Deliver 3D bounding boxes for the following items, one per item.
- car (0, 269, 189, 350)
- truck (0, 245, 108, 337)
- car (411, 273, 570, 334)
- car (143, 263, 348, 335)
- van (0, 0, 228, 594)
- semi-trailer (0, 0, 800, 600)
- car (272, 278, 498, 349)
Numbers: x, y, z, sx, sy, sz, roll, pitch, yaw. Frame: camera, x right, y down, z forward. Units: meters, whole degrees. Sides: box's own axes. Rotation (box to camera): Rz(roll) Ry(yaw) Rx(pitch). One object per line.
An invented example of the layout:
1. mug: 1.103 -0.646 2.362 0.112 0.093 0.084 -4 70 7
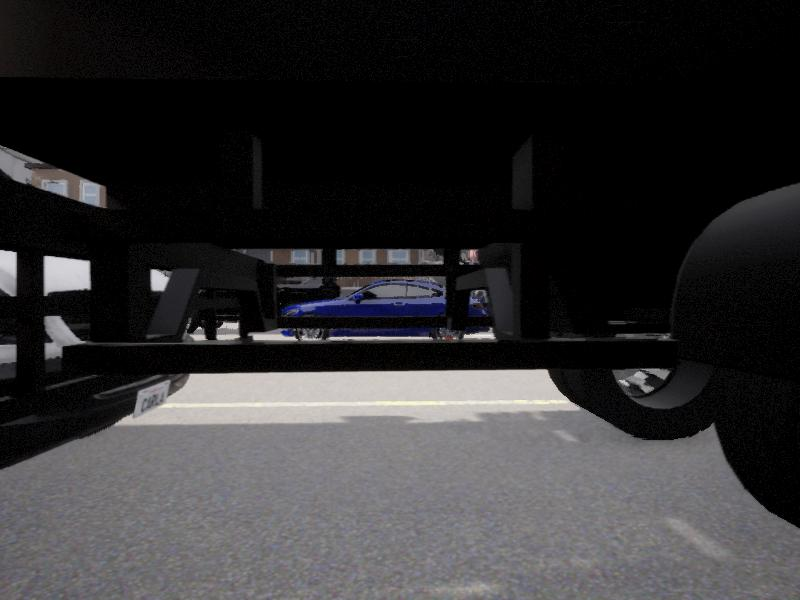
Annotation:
1. car: -7.175 0.186 8.896 3.988 1.617 1.851 0 0 -2
2. truck: -12.386 -0.247 12.075 5.204 2.467 2.627 0 0 -1
3. car: 2.695 0.096 12.776 4.553 1.767 2.097 0 0 -2
4. car: -4.530 -0.033 12.477 5.566 2.045 2.150 0 0 -2
5. van: -4.291 -0.290 2.029 5.915 2.561 1.988 -1 0 -3
6. semi-trailer: 5.681 -1.213 2.368 14.254 4.402 2.717 0 0 -2
7. car: -0.318 0.270 9.148 4.674 1.442 1.812 0 0 -2
